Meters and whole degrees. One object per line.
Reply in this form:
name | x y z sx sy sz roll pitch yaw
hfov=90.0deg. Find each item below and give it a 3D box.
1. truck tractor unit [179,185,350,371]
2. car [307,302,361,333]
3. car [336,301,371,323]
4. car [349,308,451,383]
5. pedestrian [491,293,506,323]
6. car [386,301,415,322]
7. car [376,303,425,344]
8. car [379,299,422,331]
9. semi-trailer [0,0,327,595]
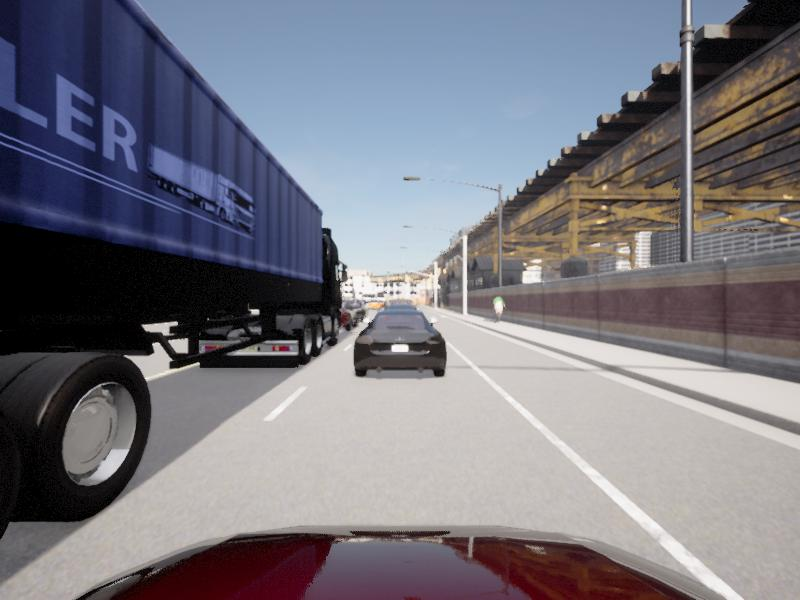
truck tractor unit | -3.489 -0.487 12.327 3.053 4.208 6.516 0 0 0
car | -3.475 0.872 22.003 2.163 1.488 4.792 0 0 0
car | -3.466 0.867 30.861 2.128 1.511 4.902 0 0 0
car | 0.008 0.917 9.842 1.994 1.385 4.181 0 0 0
pedestrian | 6.173 0.509 25.087 0.751 1.860 0.751 0 0 0
car | 0.036 0.868 32.139 2.128 1.511 4.902 0 0 0
car | 0.018 0.886 16.974 1.812 1.442 4.674 0 0 0
car | 0.029 0.778 23.320 2.242 1.667 4.611 0 0 0
semi-trailer | -3.492 -0.617 4.406 2.717 4.402 14.254 0 0 0
